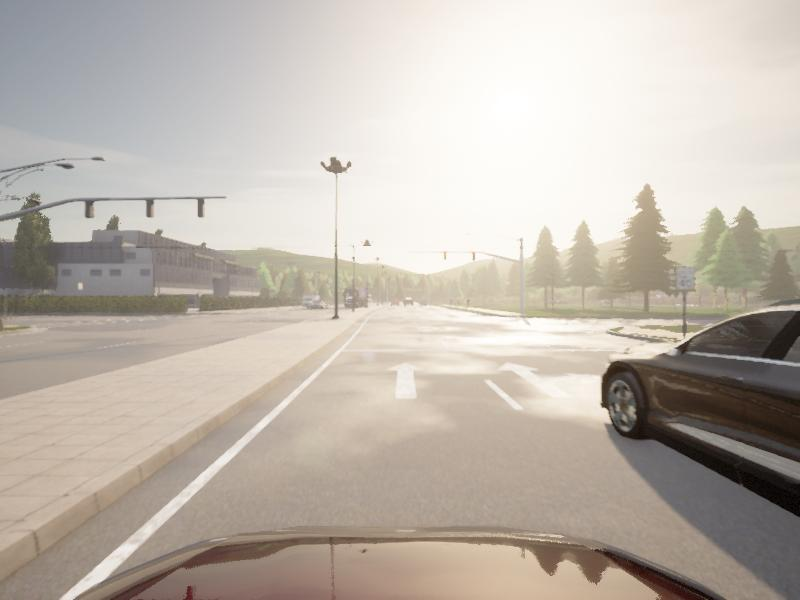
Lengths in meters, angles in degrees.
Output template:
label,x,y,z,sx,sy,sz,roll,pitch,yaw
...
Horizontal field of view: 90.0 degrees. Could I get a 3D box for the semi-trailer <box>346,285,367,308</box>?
label,x,y,z,sx,sy,sz,roll,pitch,yaw
semi-trailer,-9.111,-0.676,85.263,2.717,4.402,14.254,0,0,1

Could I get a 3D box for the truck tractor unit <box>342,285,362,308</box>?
label,x,y,z,sx,sy,sz,roll,pitch,yaw
truck tractor unit,-9.171,-0.576,77.349,3.053,4.208,6.516,0,0,0

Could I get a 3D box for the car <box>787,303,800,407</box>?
label,x,y,z,sx,sy,sz,roll,pitch,yaw
car,6.984,0.824,3.667,2.038,1.542,4.974,0,0,0

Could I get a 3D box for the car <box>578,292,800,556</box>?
label,x,y,z,sx,sy,sz,roll,pitch,yaw
car,3.514,0.776,3.123,2.033,1.649,4.856,0,0,-1

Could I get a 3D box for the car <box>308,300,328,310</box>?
label,x,y,z,sx,sy,sz,roll,pitch,yaw
car,-12.703,0.788,62.430,2.038,1.542,4.974,0,0,0

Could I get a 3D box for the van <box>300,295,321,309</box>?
label,x,y,z,sx,sy,sz,roll,pitch,yaw
van,-16.190,0.328,72.540,2.351,2.431,6.366,0,0,0
